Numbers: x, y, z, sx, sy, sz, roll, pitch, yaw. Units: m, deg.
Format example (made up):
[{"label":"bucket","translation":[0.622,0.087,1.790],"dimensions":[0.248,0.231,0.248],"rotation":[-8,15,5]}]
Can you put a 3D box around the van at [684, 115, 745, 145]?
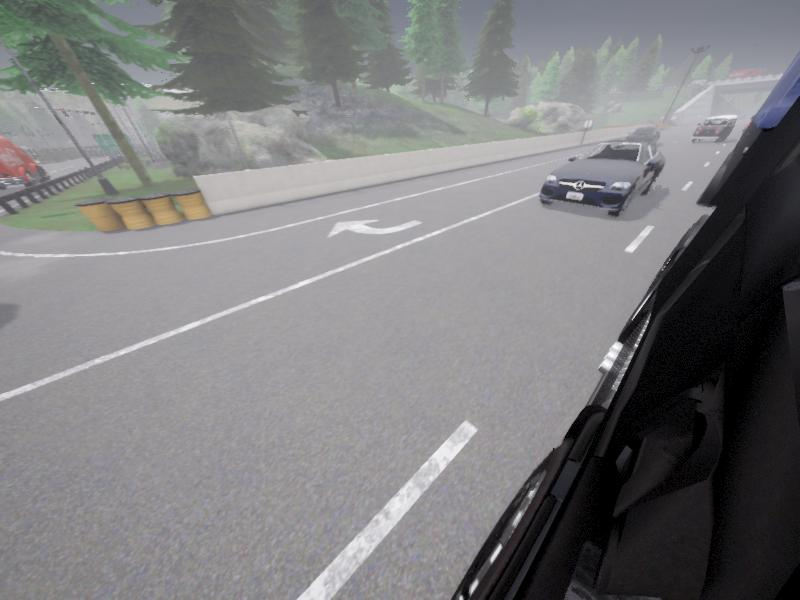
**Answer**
[{"label":"van","translation":[29.031,-15.744,21.347],"dimensions":[4.480,2.038,2.069],"rotation":[-23,41,-26]}]

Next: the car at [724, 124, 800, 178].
[{"label":"car","translation":[17.197,-6.944,10.574],"dimensions":[4.856,1.649,2.033],"rotation":[-28,43,-30]}]

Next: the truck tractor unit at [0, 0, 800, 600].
[{"label":"truck tractor unit","translation":[2.645,-0.295,0.351],"dimensions":[6.516,4.208,3.053],"rotation":[-28,44,-30]}]

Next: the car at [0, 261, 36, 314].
[{"label":"car","translation":[-8.720,0.348,2.403],"dimensions":[4.856,1.649,2.033],"rotation":[-15,40,-16]}]

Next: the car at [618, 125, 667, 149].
[{"label":"car","translation":[22.341,-15.018,21.256],"dimensions":[4.892,1.490,1.837],"rotation":[-27,43,-29]}]

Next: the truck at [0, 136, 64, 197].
[{"label":"truck","translation":[-22.120,-7.307,12.566],"dimensions":[2.627,2.467,5.204],"rotation":[-27,43,-29]}]

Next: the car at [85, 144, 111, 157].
[{"label":"car","translation":[-58.851,-29.266,45.101],"dimensions":[1.932,1.855,4.605],"rotation":[-28,43,-30]}]

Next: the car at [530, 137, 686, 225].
[{"label":"car","translation":[6.700,-4.099,7.417],"dimensions":[5.027,1.651,2.152],"rotation":[-28,43,-30]}]

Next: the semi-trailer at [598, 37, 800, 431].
[{"label":"semi-trailer","translation":[8.695,-3.594,4.251],"dimensions":[14.254,4.402,2.717],"rotation":[-28,43,-30]}]

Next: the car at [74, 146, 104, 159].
[{"label":"car","translation":[-53.577,-25.504,39.911],"dimensions":[2.038,1.542,4.974],"rotation":[-28,43,-30]}]

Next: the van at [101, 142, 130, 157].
[{"label":"van","translation":[-50.648,-26.922,41.270],"dimensions":[2.069,2.038,4.480],"rotation":[-28,43,-30]}]
